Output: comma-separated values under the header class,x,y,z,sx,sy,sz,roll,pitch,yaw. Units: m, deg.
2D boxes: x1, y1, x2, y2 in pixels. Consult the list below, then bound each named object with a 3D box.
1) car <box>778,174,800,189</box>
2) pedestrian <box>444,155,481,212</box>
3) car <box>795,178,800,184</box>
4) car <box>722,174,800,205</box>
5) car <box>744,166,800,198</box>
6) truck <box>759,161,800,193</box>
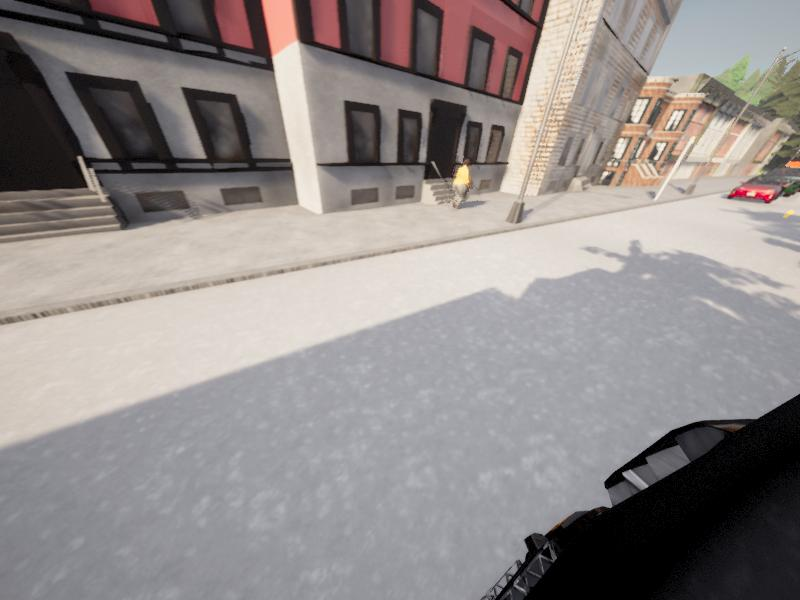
class,x,y,z,sx,sy,sz,roll,pitch,yaw
car,46.341,-13.763,26.758,4.718,1.301,1.895,-16,38,-26
pedestrian,2.381,-4.486,8.958,0.751,1.860,0.751,-15,38,-25
car,63.697,-18.635,35.549,4.792,1.488,2.163,-16,38,-26
car,24.971,-7.730,15.961,4.514,1.525,2.007,-16,38,-26
car,32.067,-9.993,19.397,5.566,2.045,2.150,-16,38,-26
truck,39.454,-12.279,22.976,5.204,2.467,2.627,-16,38,-26
